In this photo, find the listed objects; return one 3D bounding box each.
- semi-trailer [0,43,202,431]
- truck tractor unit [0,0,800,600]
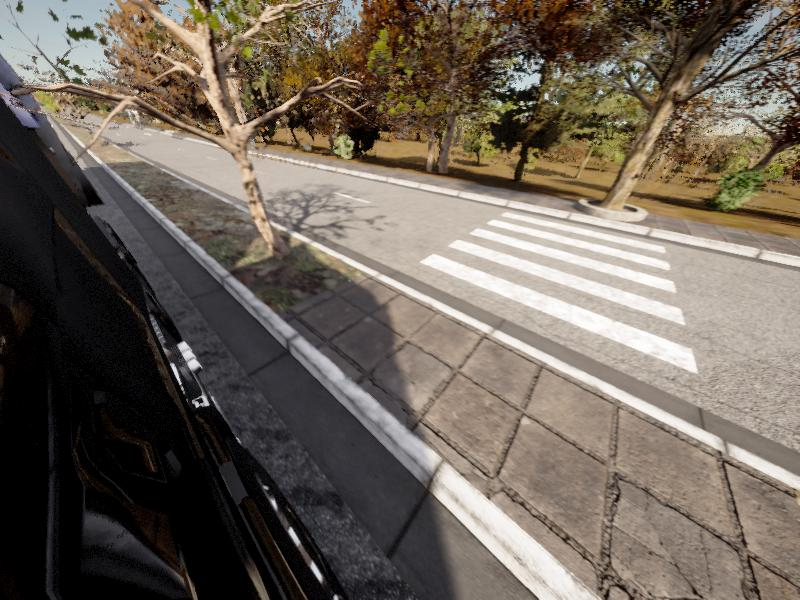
[{"bbox_3d":[-8.699,-3.594,4.244,14.254,4.402,2.717,28,44,30],"label":"semi-trailer"},{"bbox_3d":[-2.645,-0.295,0.351,6.516,4.208,3.053,28,44,30],"label":"truck tractor unit"}]
